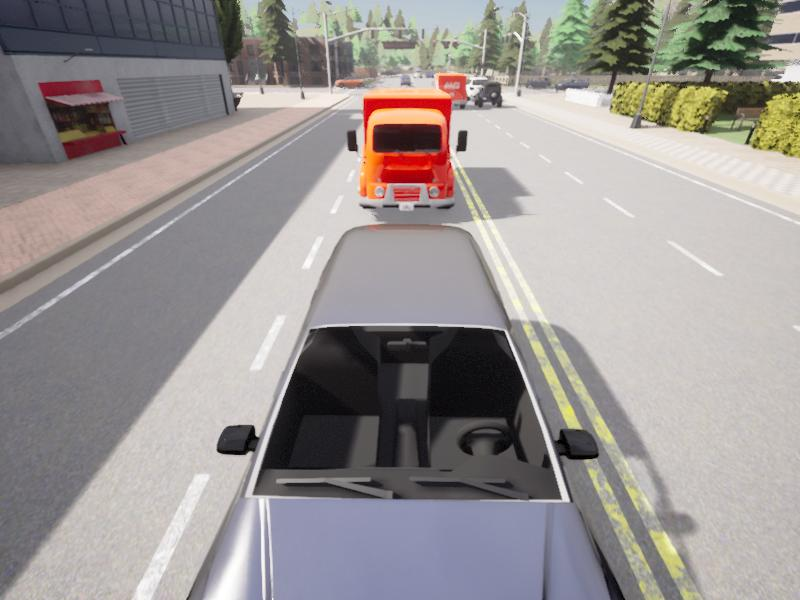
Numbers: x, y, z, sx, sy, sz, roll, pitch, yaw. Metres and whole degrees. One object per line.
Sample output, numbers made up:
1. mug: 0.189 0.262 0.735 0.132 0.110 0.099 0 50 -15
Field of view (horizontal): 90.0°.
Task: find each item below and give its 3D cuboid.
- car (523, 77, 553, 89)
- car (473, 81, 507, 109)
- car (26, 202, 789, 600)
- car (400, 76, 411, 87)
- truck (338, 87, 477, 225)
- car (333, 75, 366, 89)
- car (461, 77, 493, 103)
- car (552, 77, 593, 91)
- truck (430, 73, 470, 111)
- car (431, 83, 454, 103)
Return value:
1. car: 20.645 -32.511 59.980 3.633 1.501 1.845 0 30 1
2. car: 7.505 -17.382 33.811 1.905 1.878 3.866 0 30 1
3. car: 0.049 0.749 3.059 2.242 1.667 4.611 0 30 1
4. car: 0.975 -36.472 66.809 1.816 1.474 4.193 0 30 1
5. truck: 0.173 -4.025 10.424 2.627 2.467 5.204 0 30 1
6. car: -7.652 -33.123 60.781 4.553 1.767 2.097 -7 31 -12
7. car: 7.590 -21.025 39.881 2.150 2.045 5.566 0 30 1
8. car: 24.470 -30.701 56.924 4.611 1.667 2.242 0 30 1
9. truck: 3.998 -17.188 32.904 2.627 2.467 5.204 0 30 0
10. car: 4.075 -20.072 38.759 1.845 1.501 3.633 0 30 1
